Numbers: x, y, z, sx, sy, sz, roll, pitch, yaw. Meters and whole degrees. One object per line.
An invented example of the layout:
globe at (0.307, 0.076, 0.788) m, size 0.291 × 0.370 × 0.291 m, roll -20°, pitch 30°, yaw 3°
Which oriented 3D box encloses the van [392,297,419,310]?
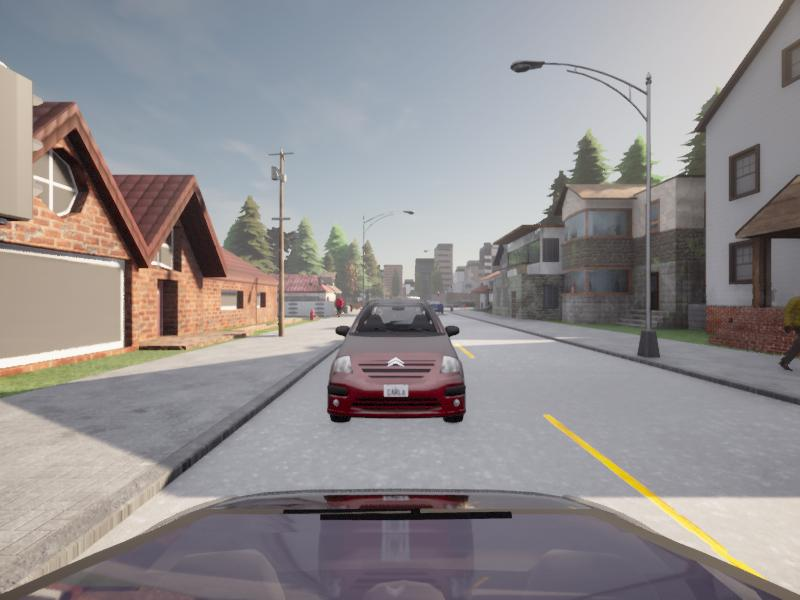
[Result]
van at (1.067, 0.593, 75.857) m, size 2.351 × 2.431 × 6.366 m, roll 0°, pitch 0°, yaw 29°

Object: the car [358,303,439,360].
car at (-0.035, 0.851, 13.090) m, size 2.163 × 1.488 × 4.792 m, roll 0°, pitch 0°, yaw 0°

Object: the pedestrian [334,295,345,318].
pedestrian at (-4.981, 0.533, 32.947) m, size 0.751 × 1.860 × 0.751 m, roll 0°, pitch 0°, yaw 2°

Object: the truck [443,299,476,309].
truck at (11.877, 0.759, 80.223) m, size 6.274 × 2.098 × 2.390 m, roll 0°, pitch 0°, yaw 0°

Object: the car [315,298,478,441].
car at (-0.037, 0.788, 6.527) m, size 1.851 × 1.617 × 3.988 m, roll 0°, pitch 0°, yaw 0°

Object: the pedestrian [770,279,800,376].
pedestrian at (8.060, 0.525, 7.941) m, size 0.751 × 1.860 × 0.751 m, roll 0°, pitch 0°, yaw -2°

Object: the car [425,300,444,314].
car at (3.974, 0.823, 46.935) m, size 1.882 × 1.535 × 5.008 m, roll 0°, pitch 0°, yaw 0°

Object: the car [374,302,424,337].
car at (-0.034, 0.851, 19.556) m, size 2.163 × 1.488 × 4.792 m, roll 0°, pitch 0°, yaw 0°

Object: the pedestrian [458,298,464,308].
pedestrian at (10.868, 0.534, 71.174) m, size 0.751 × 1.860 × 0.751 m, roll 0°, pitch 0°, yaw -8°
